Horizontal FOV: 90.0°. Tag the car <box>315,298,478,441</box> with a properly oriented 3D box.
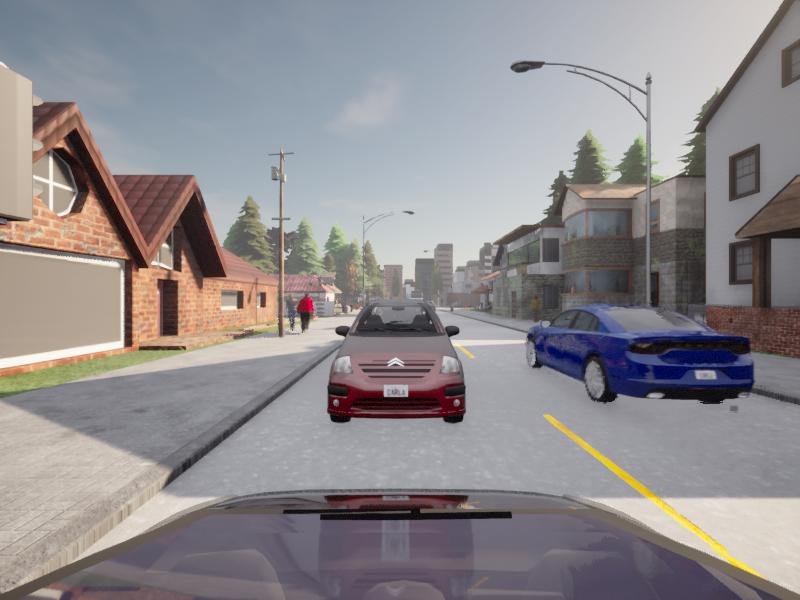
[{"bbox_3d":[-0.037,0.788,6.528,1.851,1.617,3.988,0,0,0],"label":"car"}]

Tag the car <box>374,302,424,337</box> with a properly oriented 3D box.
[{"bbox_3d":[-0.032,0.851,19.557,2.163,1.488,4.792,0,0,0],"label":"car"}]

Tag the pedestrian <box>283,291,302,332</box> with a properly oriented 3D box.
[{"bbox_3d":[-4.990,0.533,18.589,0.751,1.860,0.751,0,0,-6],"label":"pedestrian"}]

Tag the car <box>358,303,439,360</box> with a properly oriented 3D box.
[{"bbox_3d":[-0.034,0.851,13.091,2.163,1.488,4.792,0,0,0],"label":"car"}]

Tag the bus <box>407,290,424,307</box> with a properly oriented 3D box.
[{"bbox_3d":[3.885,-0.319,102.546,3.944,4.253,10.273,0,0,0],"label":"bus"}]

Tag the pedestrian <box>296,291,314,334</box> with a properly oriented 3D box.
[{"bbox_3d":[-4.216,0.533,17.758,0.751,1.860,0.751,0,0,-11],"label":"pedestrian"}]

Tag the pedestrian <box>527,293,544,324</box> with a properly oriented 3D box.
[{"bbox_3d":[8.300,0.533,24.509,0.751,1.860,0.751,0,0,-9],"label":"pedestrian"}]

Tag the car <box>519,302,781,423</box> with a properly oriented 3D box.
[{"bbox_3d":[3.964,0.823,7.654,1.882,1.535,5.008,0,0,0],"label":"car"}]
